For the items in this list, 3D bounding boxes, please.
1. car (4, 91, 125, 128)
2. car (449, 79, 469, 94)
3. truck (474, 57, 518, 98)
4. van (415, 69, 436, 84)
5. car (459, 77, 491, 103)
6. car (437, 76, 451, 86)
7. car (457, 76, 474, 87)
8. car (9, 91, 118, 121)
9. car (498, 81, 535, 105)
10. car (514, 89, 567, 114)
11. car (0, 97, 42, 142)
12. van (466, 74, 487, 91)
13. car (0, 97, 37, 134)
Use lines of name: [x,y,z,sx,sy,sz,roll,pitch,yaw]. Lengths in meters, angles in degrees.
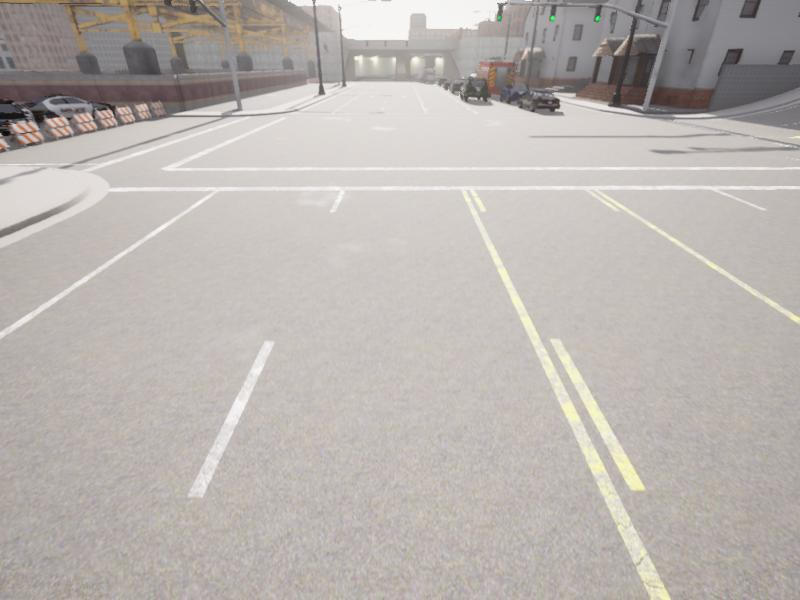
car: [-19.966,-11.596,24.148,2.038,1.542,4.974,16,34,25]
car: [7.497,-27.318,51.206,1.837,1.490,4.892,0,30,0]
truck: [10.969,-26.013,46.687,2.891,3.827,8.468,0,30,0]
van: [5.117,-45.501,81.333,2.351,2.431,6.366,-8,31,-14]
car: [7.404,-21.090,40.027,2.150,2.045,5.566,0,31,0]
car: [7.630,-38.183,69.794,1.837,1.490,4.892,0,30,-1]
car: [11.138,-37.416,68.475,2.128,1.511,4.902,0,30,0]
car: [-19.990,-11.709,24.029,1.853,1.218,4.536,16,34,25]
car: [10.883,-19.579,37.703,2.097,1.767,4.553,0,30,0]
car: [10.857,-15.658,31.408,2.033,1.411,5.357,-1,30,-2]
car: [-19.215,-8.880,19.512,2.038,1.542,4.974,-20,36,-31]
van: [11.054,-31.605,58.007,2.069,2.038,4.480,0,31,0]
car: [-19.245,-9.038,19.468,1.853,1.218,4.536,-20,36,-31]
